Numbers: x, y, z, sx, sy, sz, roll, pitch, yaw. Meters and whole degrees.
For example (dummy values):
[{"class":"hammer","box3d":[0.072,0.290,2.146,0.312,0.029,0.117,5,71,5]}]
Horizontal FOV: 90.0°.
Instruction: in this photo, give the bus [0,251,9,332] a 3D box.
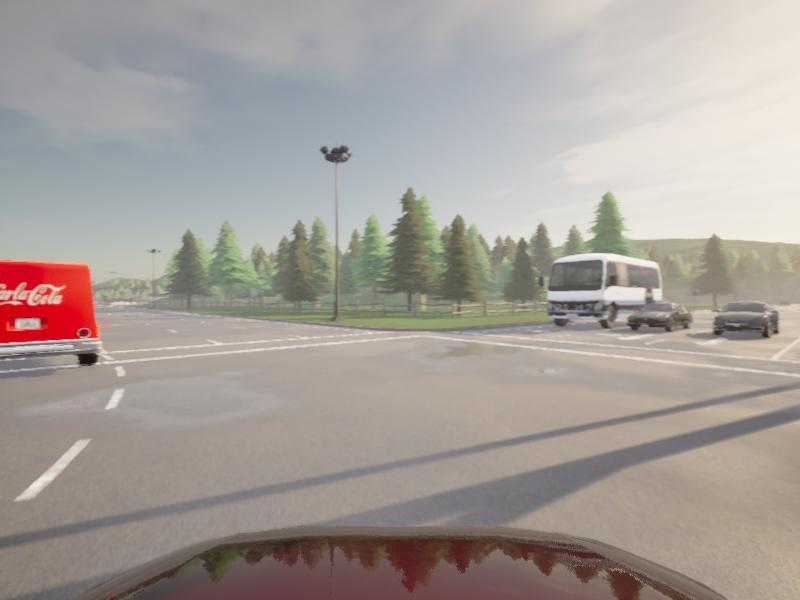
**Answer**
[{"class":"bus","box3d":[-22.116,-0.462,19.270,3.944,4.253,10.273,0,0,-40]}]

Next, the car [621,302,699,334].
[{"class":"car","box3d":[13.762,0.850,21.027,5.357,1.411,2.033,0,0,-41]}]

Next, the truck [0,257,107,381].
[{"class":"truck","box3d":[-9.415,0.386,10.173,2.627,2.467,5.204,0,0,-42]}]

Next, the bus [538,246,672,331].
[{"class":"bus","box3d":[13.084,-0.577,24.934,10.273,4.253,3.944,0,0,-41]}]

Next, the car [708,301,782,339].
[{"class":"car","box3d":[15.564,0.794,17.948,4.892,1.490,1.837,0,0,-41]}]
